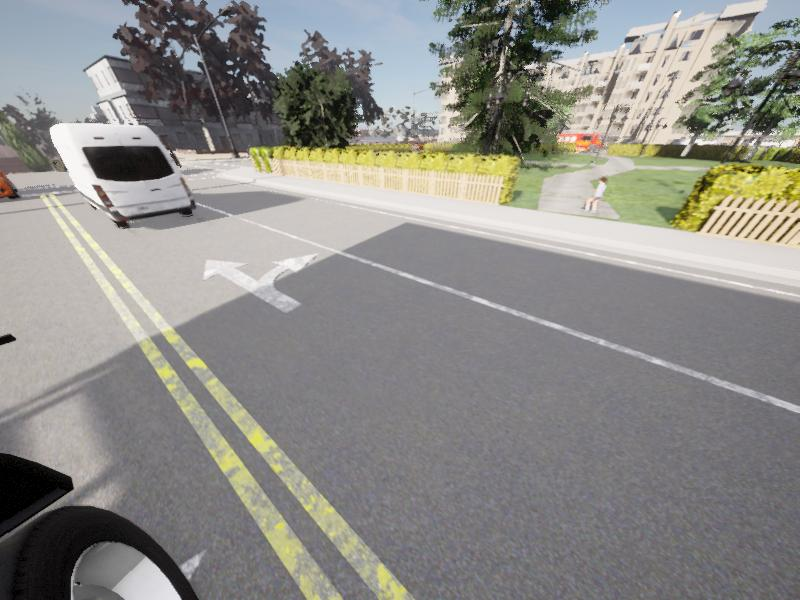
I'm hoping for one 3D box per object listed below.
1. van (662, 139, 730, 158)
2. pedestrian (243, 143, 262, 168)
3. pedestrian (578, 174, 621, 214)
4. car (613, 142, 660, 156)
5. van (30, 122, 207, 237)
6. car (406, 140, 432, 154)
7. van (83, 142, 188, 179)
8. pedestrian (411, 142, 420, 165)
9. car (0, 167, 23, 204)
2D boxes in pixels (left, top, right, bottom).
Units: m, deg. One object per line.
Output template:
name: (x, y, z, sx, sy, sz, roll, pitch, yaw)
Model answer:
van: (49.967, -25.871, 39.338, 6.366, 2.431, 2.351, 23, 41, 29)
pedestrian: (-13.278, -12.968, 20.795, 0.751, 1.860, 0.751, -27, 43, -34)
pedestrian: (6.465, -3.440, 7.529, 0.500, 1.100, 0.500, -11, 37, -16)
car: (43.886, -28.300, 43.101, 5.566, 2.045, 2.150, 23, 41, 29)
van: (-9.475, -4.251, 7.787, 5.915, 2.561, 1.988, 22, 40, 28)
car: (3.557, -28.778, 43.458, 2.150, 2.045, 5.566, 23, 41, 29)
van: (-18.458, -10.097, 16.611, 2.069, 2.038, 4.480, -1, 34, -1)
pedestrian: (1.515, -14.253, 22.498, 0.751, 1.860, 0.751, 2, 35, 2)
car: (-18.630, -5.239, 9.778, 4.553, 1.767, 2.097, 22, 41, 28)
